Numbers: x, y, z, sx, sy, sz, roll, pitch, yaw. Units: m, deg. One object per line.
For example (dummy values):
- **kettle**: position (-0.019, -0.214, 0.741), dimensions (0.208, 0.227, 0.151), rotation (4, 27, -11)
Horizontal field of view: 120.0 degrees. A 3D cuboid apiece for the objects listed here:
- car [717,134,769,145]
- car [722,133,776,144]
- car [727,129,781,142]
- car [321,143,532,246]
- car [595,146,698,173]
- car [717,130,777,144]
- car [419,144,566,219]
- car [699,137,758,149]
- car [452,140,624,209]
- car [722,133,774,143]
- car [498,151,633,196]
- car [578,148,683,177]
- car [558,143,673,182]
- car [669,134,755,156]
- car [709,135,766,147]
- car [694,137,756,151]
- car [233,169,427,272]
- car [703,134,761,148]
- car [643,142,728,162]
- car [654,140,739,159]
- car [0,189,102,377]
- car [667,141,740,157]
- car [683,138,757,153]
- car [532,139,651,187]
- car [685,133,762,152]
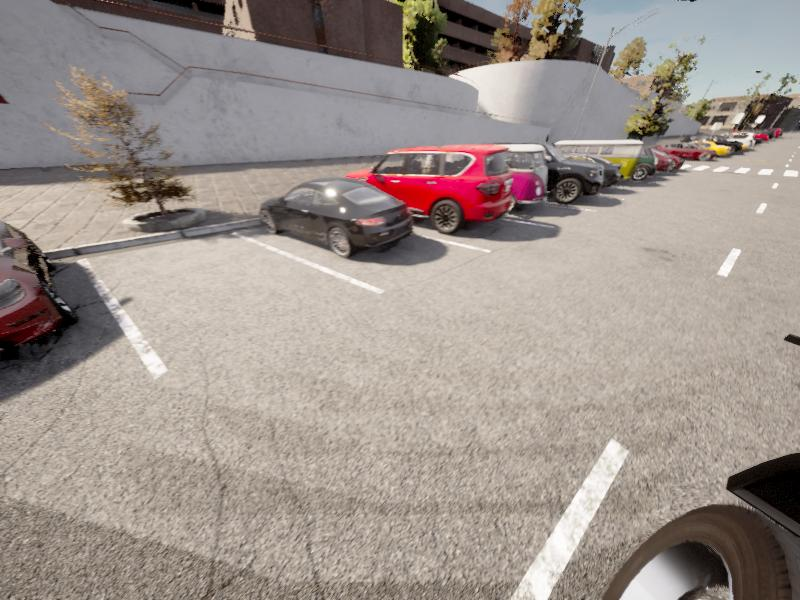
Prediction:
- **car**: position (61.955, -29.069, 41.911), dimensions (4.792, 1.488, 2.163), rotation (21, 41, 29)
- **car**: position (66.995, -31.154, 44.545), dimensions (5.366, 1.575, 1.946), rotation (21, 41, 29)
- **car**: position (74.174, -34.565, 48.602), dimensions (5.566, 2.045, 2.435), rotation (21, 41, 29)
- **car**: position (0.541, -3.620, 7.244), dimensions (5.566, 2.045, 2.435), rotation (21, 41, 29)
- **car**: position (17.712, -10.458, 17.072), dimensions (4.792, 1.488, 2.163), rotation (21, 40, 29)
- **car**: position (64.404, -30.354, 43.116), dimensions (5.566, 2.045, 2.435), rotation (21, 41, 29)
- **car**: position (3.111, -4.568, 8.579), dimensions (4.442, 1.987, 1.878), rotation (21, 40, 29)
- **car**: position (49.647, -23.800, 35.109), dimensions (4.674, 1.452, 2.002), rotation (21, 41, 29)
- **car**: position (5.480, -5.628, 9.989), dimensions (5.566, 2.045, 2.435), rotation (21, 40, 29)
- **car**: position (69.142, -32.316, 46.087), dimensions (5.366, 1.575, 1.946), rotation (21, 41, 29)
- **car**: position (7.904, -6.435, 11.522), dimensions (4.892, 1.521, 2.231), rotation (21, 41, 29)
- **car**: position (15.228, -9.436, 15.693), dimensions (4.674, 1.452, 2.002), rotation (21, 41, 29)
- **car**: position (12.807, -8.553, 14.203), dimensions (4.553, 1.767, 2.185), rotation (21, 41, 29)
- **car**: position (37.374, -18.841, 28.037), dimensions (5.566, 2.045, 2.435), rotation (21, 40, 29)
- **car**: position (57.019, -26.984, 39.174), dimensions (5.008, 1.535, 2.097), rotation (21, 41, 29)
- **car**: position (47.158, -22.769, 33.734), dimensions (4.792, 1.488, 2.163), rotation (21, 41, 29)
- **car**: position (-1.869, -2.365, 6.009), dimensions (4.674, 1.452, 2.002), rotation (21, 41, 29)
- **car**: position (52.074, -24.995, 36.393), dimensions (4.553, 1.767, 2.185), rotation (21, 41, 29)
- **car**: position (27.541, -14.527, 22.637), dimensions (4.792, 1.488, 2.163), rotation (21, 40, 29)
- **car**: position (32.277, -16.654, 25.496), dimensions (5.366, 1.575, 1.946), rotation (21, 41, 29)
- **car**: position (-6.733, -0.360, 3.214), dimensions (4.792, 1.488, 2.163), rotation (21, 40, 29)
- **car**: position (34.890, -17.588, 26.829), dimensions (4.674, 1.452, 2.002), rotation (21, 40, 29)
- **car**: position (42.419, -20.652, 30.865), dimensions (5.366, 1.575, 1.946), rotation (21, 40, 29)
- **car**: position (10.241, -7.670, 12.833), dimensions (4.442, 1.987, 1.878), rotation (21, 41, 29)
- **car**: position (44.696, -21.958, 32.199), dimensions (5.566, 2.045, 2.435), rotation (21, 41, 29)
